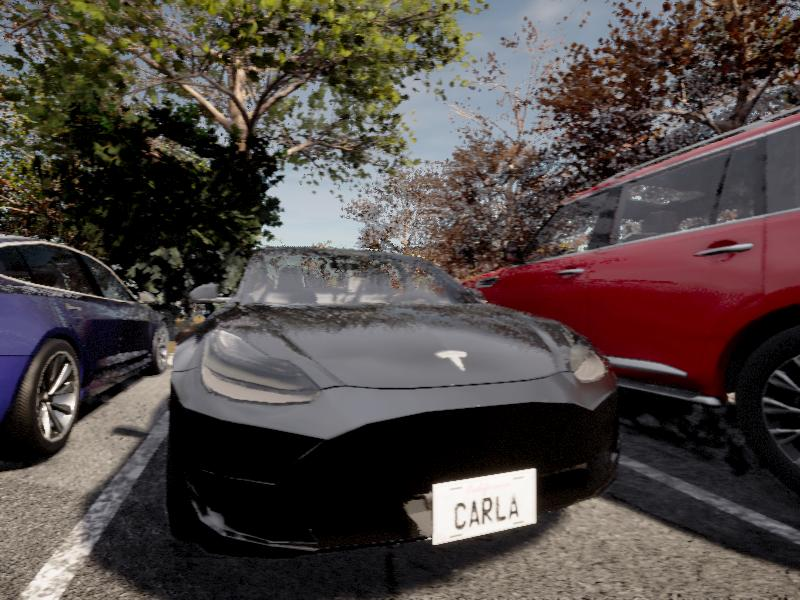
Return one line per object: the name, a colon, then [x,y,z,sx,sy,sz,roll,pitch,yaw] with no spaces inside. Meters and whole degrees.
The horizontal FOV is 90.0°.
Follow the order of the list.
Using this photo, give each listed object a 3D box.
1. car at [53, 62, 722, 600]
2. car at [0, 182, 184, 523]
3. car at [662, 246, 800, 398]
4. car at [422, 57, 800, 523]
car: [-0.542,0.258,3.492,2.163,1.488,4.792,1,-1,-20]
car: [-3.545,0.261,3.556,2.163,1.488,4.792,0,-1,-20]
car: [5.459,0.220,3.335,1.946,1.575,5.366,1,-1,-20]
car: [2.407,-0.023,3.538,2.435,2.045,5.566,0,-1,-20]
